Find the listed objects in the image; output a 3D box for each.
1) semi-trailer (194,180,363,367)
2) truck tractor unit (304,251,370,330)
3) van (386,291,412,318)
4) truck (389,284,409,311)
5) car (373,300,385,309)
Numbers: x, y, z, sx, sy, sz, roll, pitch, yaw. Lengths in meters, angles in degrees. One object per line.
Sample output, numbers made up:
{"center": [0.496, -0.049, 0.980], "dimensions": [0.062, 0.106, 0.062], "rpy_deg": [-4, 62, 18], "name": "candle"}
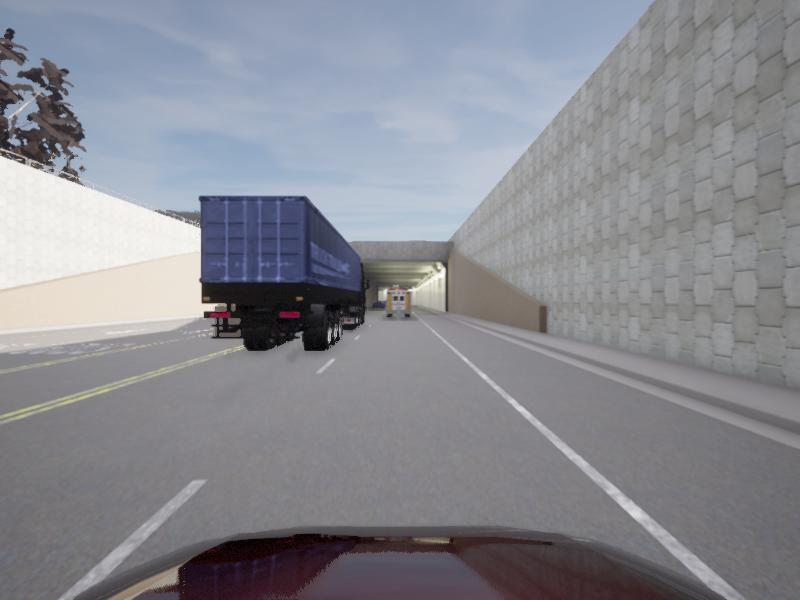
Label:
{"center": [-3.538, -0.622, 16.581], "dimensions": [2.717, 4.402, 14.254], "rpy_deg": [0, 0, 0], "name": "semi-trailer"}
{"center": [-3.573, -0.525, 24.496], "dimensions": [3.053, 4.208, 6.516], "rpy_deg": [0, 0, 0], "name": "truck tractor unit"}
{"center": [-0.114, 0.365, 39.118], "dimensions": [2.351, 2.431, 6.366], "rpy_deg": [0, 0, 0], "name": "van"}
{"center": [-0.186, -0.340, 60.764], "dimensions": [2.891, 3.827, 8.468], "rpy_deg": [0, 0, 0], "name": "truck"}
{"center": [-3.724, 0.800, 70.324], "dimensions": [1.882, 1.535, 5.008], "rpy_deg": [0, 0, 0], "name": "car"}
